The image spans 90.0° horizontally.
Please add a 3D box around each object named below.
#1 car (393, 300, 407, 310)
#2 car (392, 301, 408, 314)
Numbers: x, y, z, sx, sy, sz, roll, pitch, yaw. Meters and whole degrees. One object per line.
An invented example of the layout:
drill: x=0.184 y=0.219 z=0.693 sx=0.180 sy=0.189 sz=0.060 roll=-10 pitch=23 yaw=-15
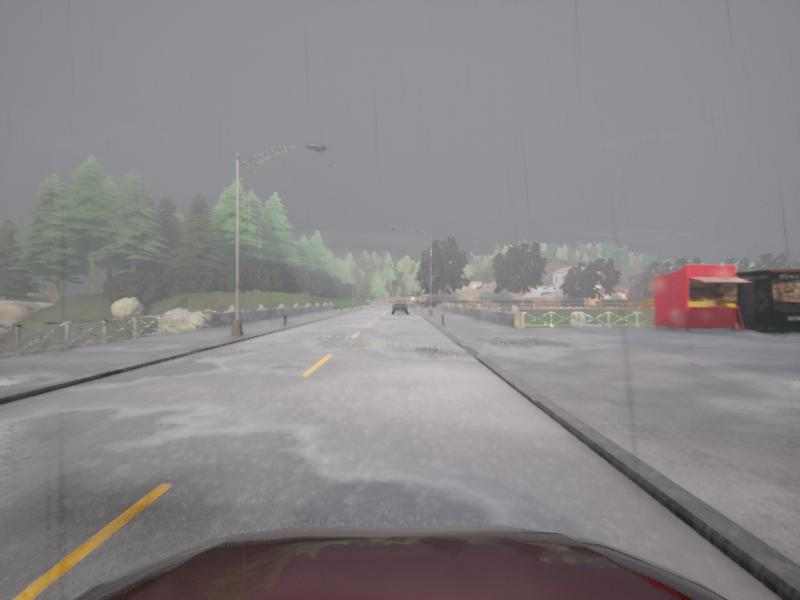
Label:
car: x=-0.003 y=0.779 z=65.055 sx=2.152 sy=1.651 sz=5.027 roll=0 pitch=0 yaw=0
car: x=0.000 y=0.840 z=47.343 sx=1.837 sy=1.490 sz=4.892 roll=0 pitch=0 yaw=0
